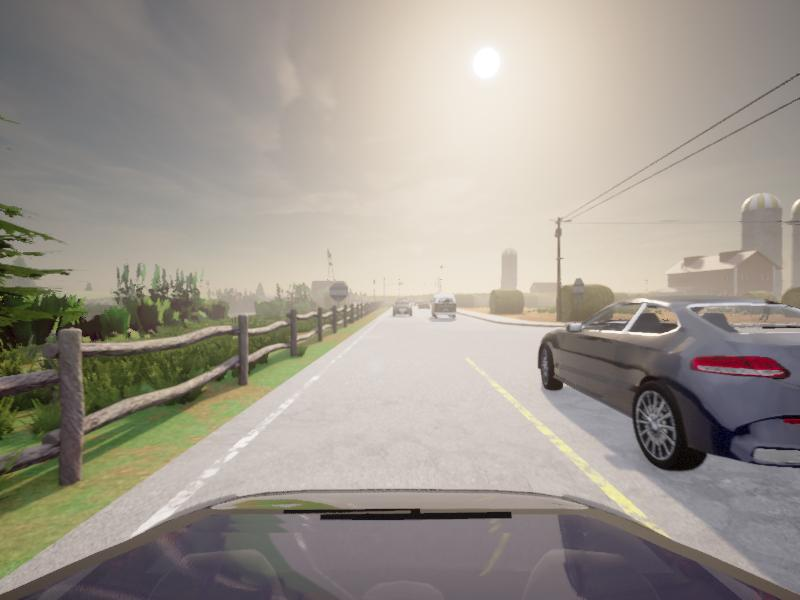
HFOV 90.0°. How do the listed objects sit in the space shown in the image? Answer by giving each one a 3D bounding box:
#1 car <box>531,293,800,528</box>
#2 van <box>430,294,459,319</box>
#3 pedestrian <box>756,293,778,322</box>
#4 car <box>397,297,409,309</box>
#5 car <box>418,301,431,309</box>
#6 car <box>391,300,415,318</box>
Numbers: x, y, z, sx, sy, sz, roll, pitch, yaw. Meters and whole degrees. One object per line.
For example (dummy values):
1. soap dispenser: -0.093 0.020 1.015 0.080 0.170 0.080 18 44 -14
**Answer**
1. car: 3.527 0.775 5.290 2.152 1.651 5.027 0 0 3
2. van: 3.740 0.540 34.507 2.069 2.038 4.480 0 0 0
3. pedestrian: 23.597 0.491 25.735 0.751 1.860 0.751 0 0 -16
4. car: 0.523 0.503 71.335 2.150 2.045 5.566 0 0 0
5. car: 4.012 0.879 67.246 1.895 1.301 4.718 0 0 0
6. car: 0.239 0.799 37.963 2.128 1.511 4.902 0 0 0
